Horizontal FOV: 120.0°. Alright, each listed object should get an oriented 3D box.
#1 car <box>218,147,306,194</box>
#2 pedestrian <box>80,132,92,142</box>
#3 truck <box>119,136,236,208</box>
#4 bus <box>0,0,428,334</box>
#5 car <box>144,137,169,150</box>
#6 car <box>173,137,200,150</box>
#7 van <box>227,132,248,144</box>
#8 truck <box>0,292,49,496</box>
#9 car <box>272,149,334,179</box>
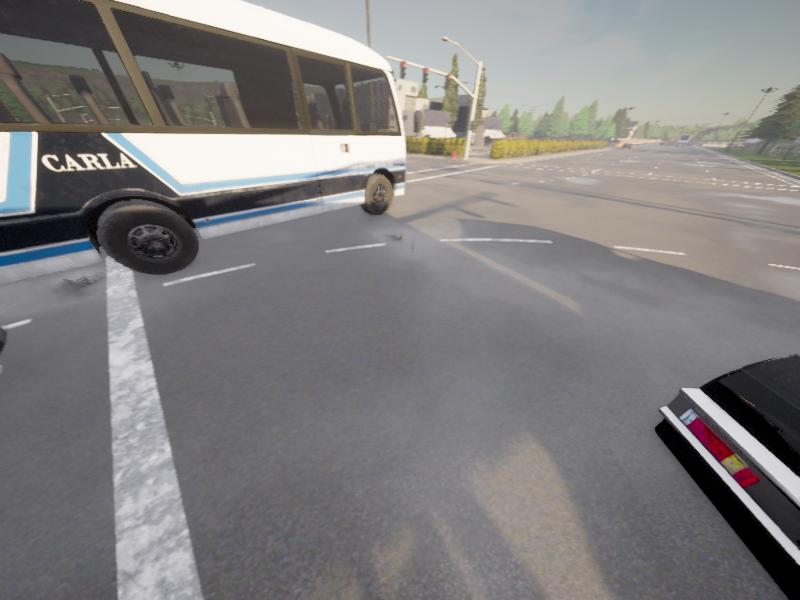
[{"bbox_3d":[-7.458,-7.147,12.419,5.027,1.651,2.152,30,44,34],"label":"car"},{"bbox_3d":[-69.868,-36.277,51.467,0.751,1.860,0.751,-27,44,-33],"label":"pedestrian"},{"bbox_3d":[-10.143,-6.052,10.411,6.274,2.098,2.390,30,44,34],"label":"truck"},{"bbox_3d":[-4.174,-3.804,5.528,3.944,4.253,10.273,28,44,33],"label":"bus"},{"bbox_3d":[-39.909,-25.680,37.826,4.974,1.542,2.038,30,45,34],"label":"car"},{"bbox_3d":[-35.188,-25.834,38.062,4.856,1.649,2.033,30,45,34],"label":"car"},{"bbox_3d":[-42.922,-42.778,61.012,6.366,2.431,2.351,30,45,34],"label":"van"},{"bbox_3d":[-5.723,1.051,0.205,2.627,2.467,5.204,30,45,34],"label":"truck"},{"bbox_3d":[-6.648,-9.415,15.842,4.181,1.385,1.994,29,44,34],"label":"car"}]
